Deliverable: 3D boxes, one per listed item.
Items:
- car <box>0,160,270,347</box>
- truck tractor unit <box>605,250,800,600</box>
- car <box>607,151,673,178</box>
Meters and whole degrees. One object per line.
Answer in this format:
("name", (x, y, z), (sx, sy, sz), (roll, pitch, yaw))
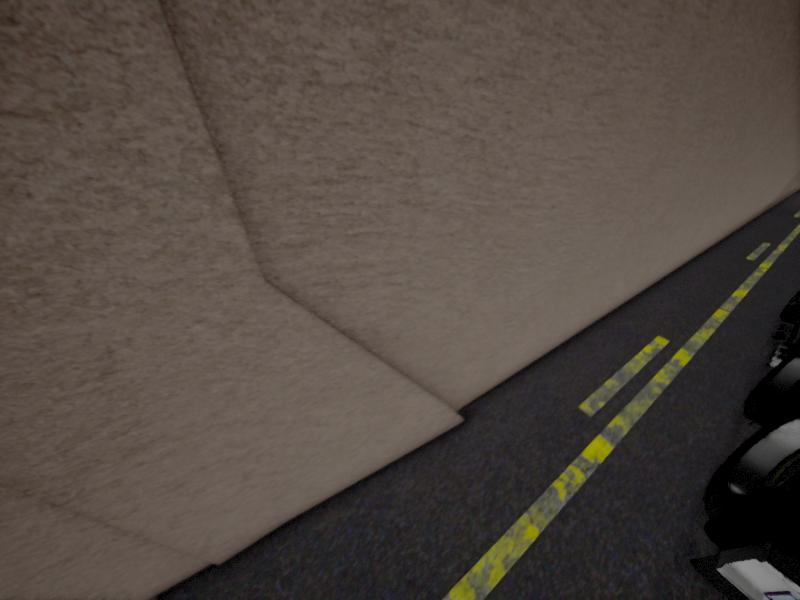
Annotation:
("car", (-4.922, -0.898, 3.602), (4.605, 1.855, 1.932), (-18, 39, -21))
("truck tractor unit", (5.082, -0.330, 0.814), (6.516, 4.208, 3.053), (-19, 39, -25))
("car", (19.254, -10.929, 18.527), (4.514, 1.525, 2.007), (-19, 39, -25))
